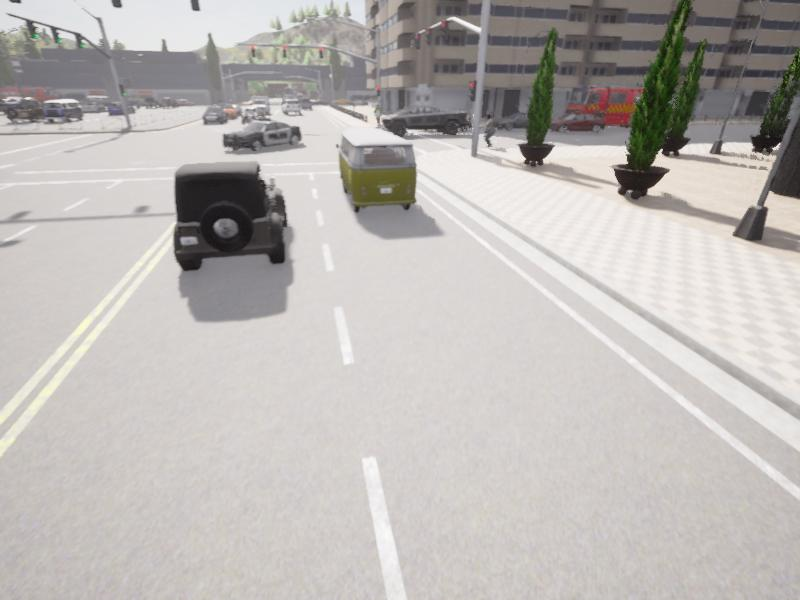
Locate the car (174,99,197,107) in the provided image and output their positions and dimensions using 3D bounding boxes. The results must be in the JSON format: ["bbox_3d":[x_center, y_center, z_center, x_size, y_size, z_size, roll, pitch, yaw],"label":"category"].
[{"bbox_3d":[-46.115,-42.223,85.910,3.806,1.475,1.970,-6,28,-11],"label":"car"}]

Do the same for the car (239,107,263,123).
[{"bbox_3d":[-16.495,-20.572,44.400,1.970,1.475,3.806,-6,28,-12],"label":"car"}]

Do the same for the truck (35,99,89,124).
[{"bbox_3d":[-33.472,-18.790,39.829,2.069,2.038,4.478,-6,28,-12],"label":"truck"}]

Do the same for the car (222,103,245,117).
[{"bbox_3d":[-23.070,-26.472,55.699,2.163,1.488,4.792,-6,28,-12],"label":"car"}]

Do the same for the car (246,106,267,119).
[{"bbox_3d":[-18.132,-23.757,50.635,1.994,1.385,4.181,-6,28,-12],"label":"car"}]

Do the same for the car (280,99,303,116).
[{"bbox_3d":[-15.952,-28.256,58.586,2.150,2.045,5.566,-10,29,-20],"label":"car"}]

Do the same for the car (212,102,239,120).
[{"bbox_3d":[-21.328,-23.174,49.022,2.097,1.767,4.553,-6,28,-12],"label":"car"}]

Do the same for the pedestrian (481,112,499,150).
[{"bbox_3d":[4.921,-9.283,21.942,0.751,1.860,0.751,3,28,6],"label":"pedestrian"}]

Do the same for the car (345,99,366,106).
[{"bbox_3d":[-11.131,-49.277,99.610,4.974,1.542,2.038,-6,28,-12],"label":"car"}]

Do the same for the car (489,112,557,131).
[{"bbox_3d":[10.957,-15.977,35.781,5.357,1.411,2.033,-6,28,-12],"label":"car"}]

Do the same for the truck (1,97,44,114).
[{"bbox_3d":[-52.239,-27.015,55.492,2.069,2.038,4.478,-6,28,-12],"label":"truck"}]

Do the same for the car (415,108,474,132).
[{"bbox_3d":[3.737,-15.470,34.302,4.553,1.767,2.097,-5,28,-9],"label":"car"}]

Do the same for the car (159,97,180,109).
[{"bbox_3d":[-42.234,-36.202,73.486,1.932,1.855,4.605,-6,28,-12],"label":"car"}]

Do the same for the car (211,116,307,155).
[{"bbox_3d":[-7.936,-9.660,23.225,1.930,1.638,5.238,14,30,25],"label":"car"}]

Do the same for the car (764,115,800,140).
[{"bbox_3d":[30.635,-13.046,30.180,4.514,1.525,2.007,-6,28,-11],"label":"car"}]

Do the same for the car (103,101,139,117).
[{"bbox_3d":[-36.862,-25.323,52.953,2.242,1.667,4.611,-6,28,-12],"label":"car"}]

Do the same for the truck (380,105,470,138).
[{"bbox_3d":[1.817,-13.640,30.443,6.274,2.098,2.390,-6,28,-12],"label":"truck"}]

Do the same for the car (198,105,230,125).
[{"bbox_3d":[-19.546,-19.580,42.300,2.033,1.649,4.856,-6,28,-12],"label":"car"}]

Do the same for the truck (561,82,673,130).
[{"bbox_3d":[19.905,-17.961,37.048,8.468,3.827,2.891,-6,28,-11],"label":"truck"}]

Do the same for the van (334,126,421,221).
[{"bbox_3d":[-0.845,-4.061,12.198,1.775,1.987,4.442,-6,28,-12],"label":"van"}]

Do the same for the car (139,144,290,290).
[{"bbox_3d":[-3.390,-1.962,8.234,1.905,1.878,3.866,-6,28,-12],"label":"car"}]

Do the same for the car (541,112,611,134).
[{"bbox_3d":[14.592,-14.755,33.307,5.008,1.535,1.882,-6,28,-12],"label":"car"}]

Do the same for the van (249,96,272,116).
[{"bbox_3d":[-20.126,-28.168,57.954,2.351,2.431,6.366,-6,28,-12],"label":"van"}]

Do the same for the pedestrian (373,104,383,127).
[{"bbox_3d":[-1.962,-16.669,36.120,0.751,1.860,0.751,-6,28,-12],"label":"pedestrian"}]

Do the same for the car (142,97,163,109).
[{"bbox_3d":[-45.067,-35.936,72.952,1.905,1.878,3.866,-6,28,-12],"label":"car"}]

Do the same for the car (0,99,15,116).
[{"bbox_3d":[-50.801,-24.059,50.023,1.905,1.878,3.866,-6,28,-12],"label":"car"}]

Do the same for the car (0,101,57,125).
[{"bbox_3d":[-36.278,-18.386,39.230,1.932,1.855,4.605,-6,28,-12],"label":"car"}]

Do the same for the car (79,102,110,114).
[{"bbox_3d":[-43.789,-27.595,57.419,1.970,1.475,3.806,-6,28,-12],"label":"car"}]

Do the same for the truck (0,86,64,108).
[{"bbox_3d":[-73.715,-40.812,80.282,8.468,3.827,2.891,-5,28,-10],"label":"truck"}]
